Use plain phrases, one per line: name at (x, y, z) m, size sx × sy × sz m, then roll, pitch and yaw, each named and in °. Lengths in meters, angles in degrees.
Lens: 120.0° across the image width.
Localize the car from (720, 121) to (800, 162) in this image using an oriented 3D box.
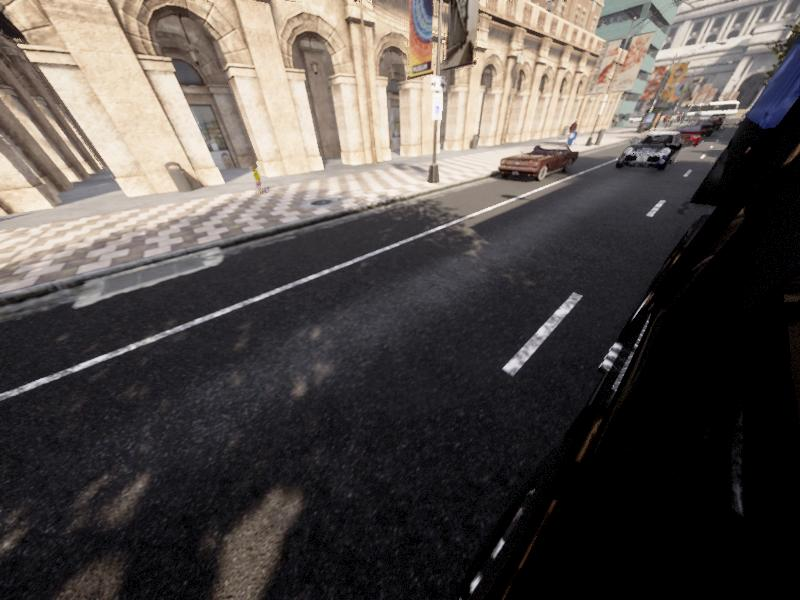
car at (20.712, -9.221, 13.300) m, size 4.974 × 1.542 × 2.038 m, roll -29°, pitch 44°, yaw -30°

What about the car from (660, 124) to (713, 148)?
car at (23.271, -13.339, 18.763) m, size 4.181 × 1.385 × 1.994 m, roll -29°, pitch 44°, yaw -30°

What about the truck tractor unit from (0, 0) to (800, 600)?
truck tractor unit at (2.645, -0.295, 0.351) m, size 6.516 × 4.208 × 3.053 m, roll -28°, pitch 44°, yaw -30°

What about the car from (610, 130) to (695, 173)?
car at (12.827, -7.628, 11.750) m, size 3.806 × 1.475 × 1.970 m, roll -29°, pitch 44°, yaw -30°

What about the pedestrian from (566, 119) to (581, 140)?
pedestrian at (20.392, -20.050, 27.194) m, size 0.751 × 1.860 × 0.751 m, roll -32°, pitch 46°, yaw -33°

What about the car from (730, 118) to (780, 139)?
car at (34.345, -16.678, 22.461) m, size 5.357 × 1.411 × 2.033 m, roll -29°, pitch 44°, yaw -30°

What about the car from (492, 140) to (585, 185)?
car at (6.751, -6.784, 11.169) m, size 4.718 × 1.301 × 1.895 m, roll -29°, pitch 44°, yaw -30°

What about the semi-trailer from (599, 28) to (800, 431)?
semi-trailer at (8.623, -3.663, 4.289) m, size 14.254 × 4.402 × 2.717 m, roll -29°, pitch 44°, yaw -30°

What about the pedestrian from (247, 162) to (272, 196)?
pedestrian at (-5.639, -4.840, 9.273) m, size 0.500 × 1.100 × 0.500 m, roll -20°, pitch 40°, yaw -21°

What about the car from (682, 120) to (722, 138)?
car at (33.246, -18.837, 25.431) m, size 4.181 × 1.385 × 1.994 m, roll -29°, pitch 44°, yaw -30°

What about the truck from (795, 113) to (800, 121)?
truck at (81.958, -37.573, 45.139) m, size 8.468 × 3.827 × 2.891 m, roll -29°, pitch 44°, yaw -30°
